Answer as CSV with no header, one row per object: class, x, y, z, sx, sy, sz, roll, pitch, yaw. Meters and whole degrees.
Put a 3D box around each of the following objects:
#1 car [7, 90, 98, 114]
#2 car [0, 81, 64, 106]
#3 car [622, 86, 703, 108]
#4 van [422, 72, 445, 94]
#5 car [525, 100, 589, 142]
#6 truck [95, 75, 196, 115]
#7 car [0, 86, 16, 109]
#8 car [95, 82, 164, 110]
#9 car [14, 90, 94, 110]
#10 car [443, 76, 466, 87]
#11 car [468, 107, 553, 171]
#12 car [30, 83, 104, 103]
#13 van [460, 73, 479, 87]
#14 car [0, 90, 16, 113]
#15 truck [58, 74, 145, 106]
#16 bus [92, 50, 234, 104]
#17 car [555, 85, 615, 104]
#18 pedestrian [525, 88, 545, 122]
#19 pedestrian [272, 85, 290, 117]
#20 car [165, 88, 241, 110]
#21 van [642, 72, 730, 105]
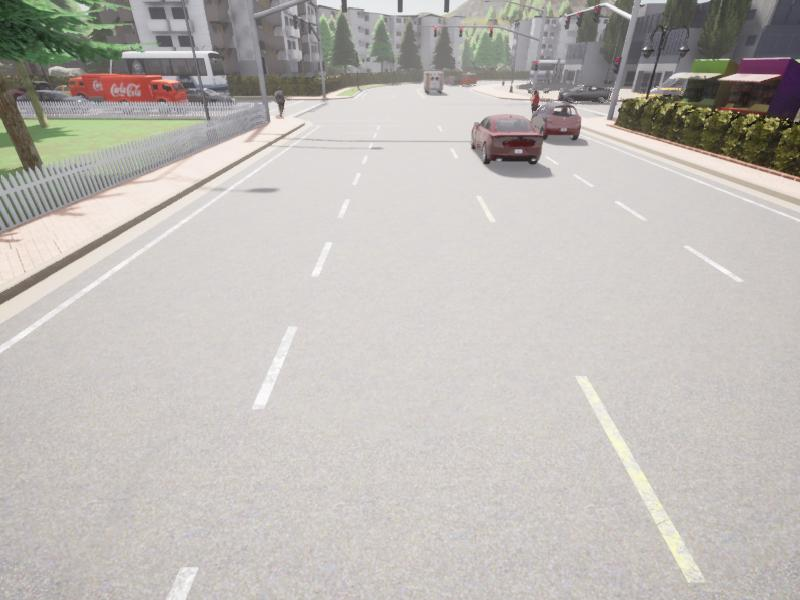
car,-25.924,-14.864,29.993,4.892,1.490,1.837,1,30,2
car,-33.349,-18.701,36.170,3.866,1.878,1.905,1,30,2
car,22.536,-17.549,34.505,5.366,1.575,1.801,1,30,2
van,4.373,-28.989,53.259,2.351,2.431,6.366,0,30,0
car,7.586,-8.884,19.717,1.845,1.501,3.633,2,30,3
truck,-18.571,-15.153,29.521,5.204,2.467,2.627,1,30,2
car,-35.741,-16.862,33.289,5.027,1.651,2.152,1,30,2
car,-22.060,-16.730,32.796,3.866,1.878,1.905,1,30,2
car,-28.532,-16.592,33.148,4.718,1.301,1.895,1,30,2
car,10.114,-40.559,74.153,2.152,1.651,5.027,17,35,27
car,3.931,-6.271,15.234,1.882,1.535,5.008,0,30,0
car,-32.618,-20.320,39.251,5.366,1.575,1.801,1,30,2
van,12.491,-39.376,71.484,1.775,1.987,4.442,15,34,24
car,-32.480,-14.982,30.195,4.892,1.490,1.837,1,30,2
truck,-26.580,-18.828,35.814,5.204,2.467,2.627,1,30,2
bus,-22.137,-21.224,38.150,10.273,4.253,3.944,1,30,2
car,17.356,-19.384,37.705,4.514,1.525,2.007,1,30,2
pedestrian,8.497,-12.296,25.185,0.751,1.860,0.751,1,30,2
pedestrian,-7.900,-13.200,26.530,0.751,1.860,0.751,-2,30,-3
car,-15.989,-16.458,32.707,4.902,1.511,2.128,1,30,2
van,26.430,-19.672,37.192,5.915,2.561,1.988,1,30,2
